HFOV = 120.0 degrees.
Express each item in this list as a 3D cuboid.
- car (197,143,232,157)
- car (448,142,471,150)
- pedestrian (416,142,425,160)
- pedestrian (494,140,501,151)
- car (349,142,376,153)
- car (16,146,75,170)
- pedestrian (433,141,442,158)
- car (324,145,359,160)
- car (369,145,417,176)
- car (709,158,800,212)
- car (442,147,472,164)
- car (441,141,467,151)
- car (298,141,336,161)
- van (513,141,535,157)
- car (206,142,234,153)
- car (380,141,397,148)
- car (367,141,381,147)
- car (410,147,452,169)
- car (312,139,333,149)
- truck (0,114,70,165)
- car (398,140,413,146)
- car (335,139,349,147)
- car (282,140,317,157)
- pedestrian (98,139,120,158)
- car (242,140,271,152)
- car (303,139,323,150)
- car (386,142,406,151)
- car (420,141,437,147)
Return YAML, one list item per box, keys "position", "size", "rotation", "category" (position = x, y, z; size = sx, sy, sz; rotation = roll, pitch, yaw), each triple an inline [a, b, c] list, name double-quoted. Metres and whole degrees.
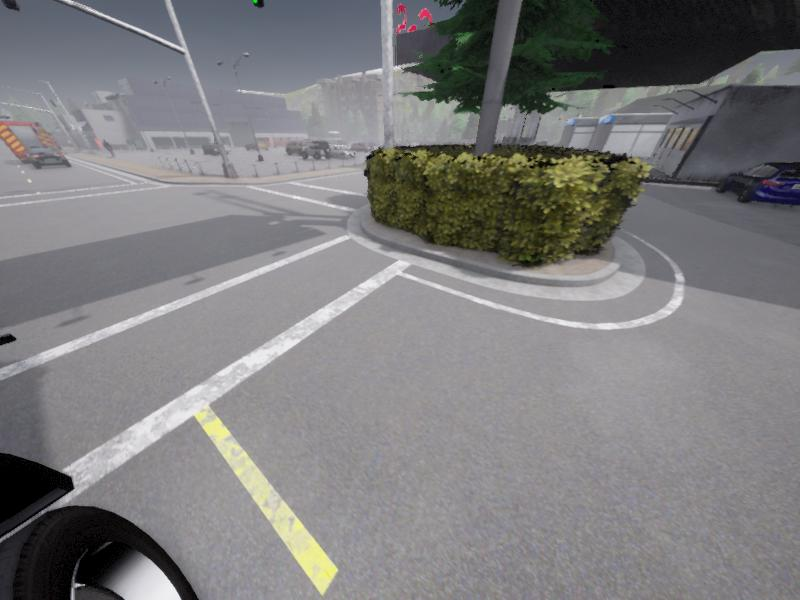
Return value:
- position: [-26.504, -21.523, 33.045]
  size: [4.514, 1.523, 2.007]
  rotation: [22, 41, 28]
  category: "car"
- position: [13.950, -36.280, 54.322]
  size: [4.514, 1.523, 2.007]
  rotation: [22, 41, 28]
  category: "car"
- position: [2.483, -18.301, 28.359]
  size: [0.751, 1.860, 0.751]
  rotation: [20, 40, 26]
  category: "pedestrian"
- position: [21.173, -33.523, 50.100]
  size: [0.751, 1.860, 0.751]
  rotation: [22, 41, 28]
  category: "pedestrian"
- position: [-6.617, -27.100, 41.085]
  size: [4.514, 1.523, 2.007]
  rotation: [22, 41, 28]
  category: "car"
- position: [-31.004, -12.518, 20.208]
  size: [4.974, 1.542, 2.038]
  rotation: [22, 41, 28]
  category: "car"
- position: [5.126, -20.532, 31.546]
  size: [0.751, 1.860, 0.751]
  rotation: [22, 41, 28]
  category: "pedestrian"
- position: [-7.344, -18.631, 29.155]
  size: [3.806, 1.475, 1.970]
  rotation: [22, 41, 28]
  category: "car"
- position: [-0.466, -11.611, 19.115]
  size: [1.905, 1.878, 3.866]
  rotation: [22, 41, 28]
  category: "car"
- position: [17.836, -5.653, 11.061]
  size: [2.242, 1.667, 4.611]
  rotation: [22, 41, 28]
  category: "car"
- position: [6.899, -17.429, 27.785]
  size: [1.970, 1.475, 3.806]
  rotation: [22, 41, 28]
  category: "car"
- position: [12.199, -34.794, 52.184]
  size: [5.027, 1.636, 2.152]
  rotation: [22, 41, 28]
  category: "car"
- position: [-9.746, -17.502, 27.041]
  size: [3.866, 1.878, 1.905]
  rotation: [22, 41, 28]
  category: "car"
- position: [20.911, -25.549, 38.922]
  size: [2.069, 2.038, 4.480]
  rotation: [22, 41, 28]
  category: "van"
- position: [-30.193, -25.635, 38.754]
  size: [3.806, 1.475, 1.970]
  rotation: [22, 41, 28]
  category: "car"
- position: [-3.031, -41.002, 61.013]
  size: [3.806, 1.475, 1.970]
  rotation: [22, 41, 28]
  category: "car"
- position: [-7.415, -44.871, 66.468]
  size: [3.633, 1.501, 1.845]
  rotation: [22, 41, 28]
  category: "car"
- position: [3.255, -14.527, 23.509]
  size: [2.033, 1.649, 4.856]
  rotation: [22, 41, 28]
  category: "car"
- position: [-18.152, -36.397, 53.883]
  size: [4.605, 1.855, 1.932]
  rotation: [22, 41, 28]
  category: "car"
- position: [-38.299, -16.423, 23.724]
  size: [8.468, 3.827, 2.891]
  rotation: [22, 41, 28]
  category: "truck"
- position: [1.807, -53.437, 78.586]
  size: [4.605, 1.855, 1.932]
  rotation: [22, 40, 27]
  category: "car"
- position: [-18.337, -49.918, 73.447]
  size: [1.905, 1.878, 3.866]
  rotation: [22, 41, 28]
  category: "car"
- position: [-14.322, -21.638, 32.929]
  size: [4.605, 1.855, 1.932]
  rotation: [22, 41, 28]
  category: "car"
- position: [-33.794, -17.595, 26.832]
  size: [0.751, 1.860, 0.751]
  rotation: [-25, 42, -31]
  category: "pedestrian"
- position: [-26.790, -28.826, 43.172]
  size: [5.027, 1.636, 2.152]
  rotation: [22, 41, 28]
  category: "car"
- position: [-19.474, -34.910, 51.727]
  size: [3.866, 1.878, 1.905]
  rotation: [22, 41, 28]
  category: "car"
- position: [-0.869, -31.770, 47.793]
  size: [3.633, 1.501, 1.845]
  rotation: [22, 41, 28]
  category: "car"
- position: [9.240, -50.336, 74.566]
  size: [4.792, 1.488, 2.163]
  rotation: [22, 40, 27]
  category: "car"
